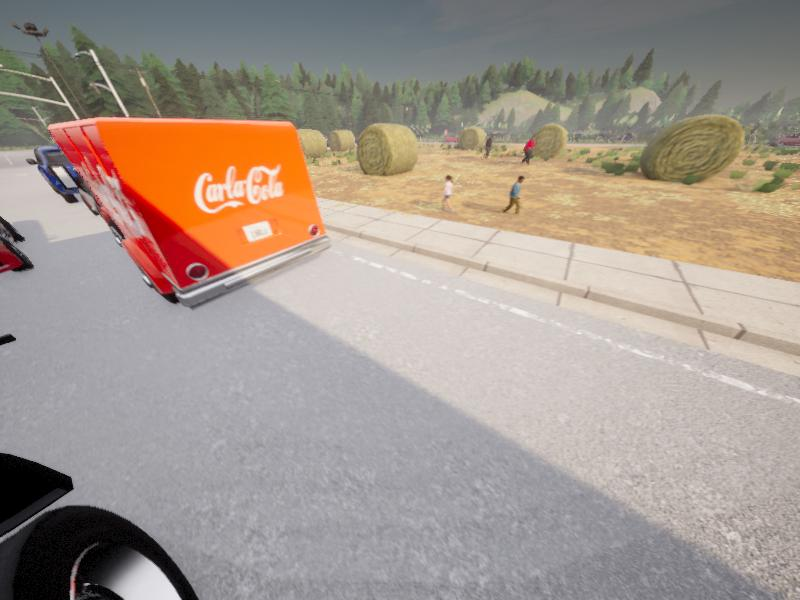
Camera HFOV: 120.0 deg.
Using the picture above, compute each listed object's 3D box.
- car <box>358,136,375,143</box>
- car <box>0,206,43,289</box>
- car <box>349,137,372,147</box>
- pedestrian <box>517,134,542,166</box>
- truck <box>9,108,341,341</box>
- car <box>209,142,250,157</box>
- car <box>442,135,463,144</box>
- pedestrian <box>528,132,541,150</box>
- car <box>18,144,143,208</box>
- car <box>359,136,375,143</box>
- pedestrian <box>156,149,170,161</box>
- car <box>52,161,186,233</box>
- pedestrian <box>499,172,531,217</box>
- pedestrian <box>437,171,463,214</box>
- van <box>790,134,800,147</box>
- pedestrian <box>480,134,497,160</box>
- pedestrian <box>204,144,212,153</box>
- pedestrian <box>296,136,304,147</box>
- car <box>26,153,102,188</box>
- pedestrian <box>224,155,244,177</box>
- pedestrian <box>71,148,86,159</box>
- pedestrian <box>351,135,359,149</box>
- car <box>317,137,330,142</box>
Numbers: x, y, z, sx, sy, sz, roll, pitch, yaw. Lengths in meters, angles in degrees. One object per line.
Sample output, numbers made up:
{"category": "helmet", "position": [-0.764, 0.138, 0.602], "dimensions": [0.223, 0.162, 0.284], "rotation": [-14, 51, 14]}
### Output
{"category": "car", "position": [-9.639, -45.751, 65.957], "dimensions": [4.514, 1.525, 2.007], "rotation": [24, 43, 31]}
{"category": "car", "position": [-9.851, -1.345, 4.569], "dimensions": [4.611, 1.667, 2.242], "rotation": [22, 42, 28]}
{"category": "car", "position": [-8.506, -34.641, 50.617], "dimensions": [1.882, 1.535, 5.008], "rotation": [22, 42, 29]}
{"category": "pedestrian", "position": [9.245, -10.730, 16.561], "dimensions": [0.751, 1.860, 0.751], "rotation": [-11, 37, -14]}
{"category": "truck", "position": [-4.147, -1.920, 4.535], "dimensions": [5.204, 2.467, 2.627], "rotation": [22, 42, 28]}
{"category": "car", "position": [-24.254, -21.556, 33.027], "dimensions": [1.816, 1.474, 4.193], "rotation": [22, 42, 29]}
{"category": "car", "position": [12.473, -38.362, 55.164], "dimensions": [4.514, 1.525, 2.007], "rotation": [24, 43, 31]}
{"category": "pedestrian", "position": [17.563, -20.736, 30.142], "dimensions": [0.751, 1.860, 0.751], "rotation": [-4, 36, -4]}
{"category": "car", "position": [-14.958, -5.999, 10.800], "dimensions": [5.566, 2.045, 2.150], "rotation": [22, 42, 28]}
{"category": "car", "position": [-10.038, -48.562, 69.868], "dimensions": [4.514, 1.525, 2.007], "rotation": [24, 43, 31]}
{"category": "pedestrian", "position": [-25.433, -15.569, 24.817], "dimensions": [0.500, 1.100, 0.500], "rotation": [18, 40, 24]}
{"category": "car", "position": [-9.496, -3.655, 7.848], "dimensions": [3.705, 1.549, 1.789], "rotation": [21, 42, 28]}
{"category": "pedestrian", "position": [3.410, -3.138, 6.891], "dimensions": [0.500, 1.100, 0.500], "rotation": [20, 41, 26]}
{"category": "pedestrian", "position": [1.562, -3.378, 7.270], "dimensions": [0.500, 1.100, 0.500], "rotation": [23, 42, 29]}
{"category": "van", "position": [53.760, -20.013, 27.940], "dimensions": [5.915, 2.561, 1.988], "rotation": [24, 43, 31]}
{"category": "pedestrian", "position": [7.843, -13.523, 20.448], "dimensions": [0.751, 1.860, 0.751], "rotation": [-12, 37, -14]}
{"category": "pedestrian", "position": [-30.272, -23.851, 36.363], "dimensions": [0.500, 1.100, 0.500], "rotation": [27, 44, 33]}
{"category": "pedestrian", "position": [-20.463, -32.391, 47.243], "dimensions": [0.751, 1.860, 0.751], "rotation": [16, 39, 22]}
{"category": "car", "position": [-20.524, -7.993, 14.126], "dimensions": [3.633, 1.501, 1.845], "rotation": [22, 41, 28]}
{"category": "pedestrian", "position": [-10.468, -8.450, 14.573], "dimensions": [0.500, 1.100, 0.500], "rotation": [16, 39, 22]}
{"category": "pedestrian", "position": [-40.765, -18.567, 29.299], "dimensions": [0.500, 1.100, 0.500], "rotation": [-20, 40, -24]}
{"category": "pedestrian", "position": [-7.257, -25.458, 37.314], "dimensions": [0.751, 1.860, 0.751], "rotation": [-19, 39, -23]}
{"category": "car", "position": [-26.616, -55.784, 80.318], "dimensions": [3.806, 1.475, 1.970], "rotation": [23, 42, 30]}
